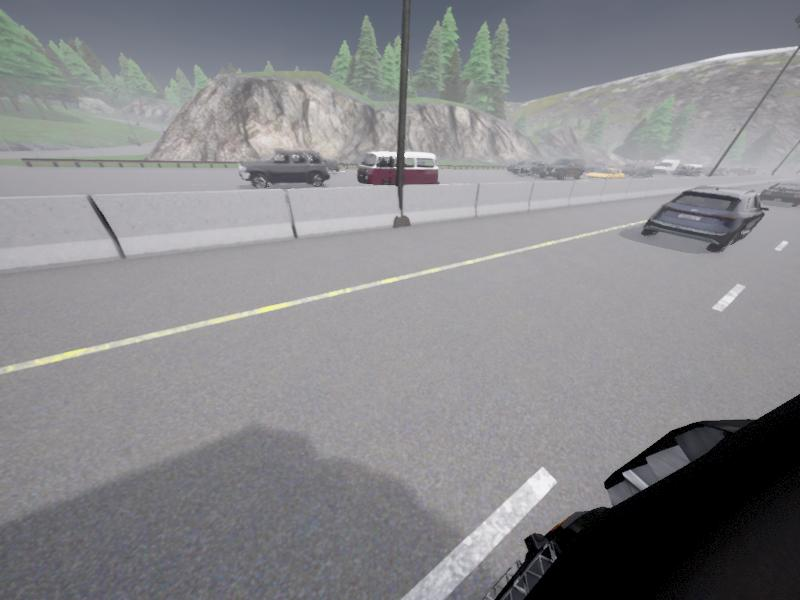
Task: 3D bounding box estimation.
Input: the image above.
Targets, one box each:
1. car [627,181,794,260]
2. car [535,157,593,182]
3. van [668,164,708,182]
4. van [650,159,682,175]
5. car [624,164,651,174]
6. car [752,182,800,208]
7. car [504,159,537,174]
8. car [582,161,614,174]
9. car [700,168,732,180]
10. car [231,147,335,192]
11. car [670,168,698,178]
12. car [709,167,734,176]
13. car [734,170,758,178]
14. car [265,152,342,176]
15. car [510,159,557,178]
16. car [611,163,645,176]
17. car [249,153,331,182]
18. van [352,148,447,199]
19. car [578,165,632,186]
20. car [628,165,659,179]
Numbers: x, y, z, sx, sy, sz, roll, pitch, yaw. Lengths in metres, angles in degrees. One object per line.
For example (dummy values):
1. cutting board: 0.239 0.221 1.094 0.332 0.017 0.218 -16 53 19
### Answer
1. car: 10.393 -2.903 7.761 4.856 1.649 2.033 -16 38 -26
2. car: 17.547 -13.988 24.736 5.566 2.045 2.150 -16 38 -26
3. van: 42.205 -18.663 33.846 4.480 2.038 2.069 -15 38 -26
4. van: 52.622 -26.263 45.702 5.915 2.561 1.988 -16 38 -26
5. car: 48.764 -26.938 47.442 4.902 1.511 2.128 -16 38 -26
6. car: 28.313 -7.788 16.921 4.718 1.301 1.895 -16 38 -26
7. car: 16.141 -17.834 30.916 3.633 1.501 1.845 -16 38 -26
8. car: 34.422 -23.013 40.122 4.611 1.667 2.242 -16 38 -26
9. car: 56.062 -22.364 40.984 4.974 1.542 2.038 -16 38 -26
10. car: -6.263 -7.250 12.739 4.605 1.855 1.932 -16 38 -26
11. car: 52.256 -23.442 42.485 4.181 1.385 1.994 -16 38 -26
12. car: 75.116 -30.009 53.936 4.553 1.767 2.097 -16 38 -26
13. car: 77.947 -28.438 52.093 4.514 1.525 2.007 -16 38 -26
14. car: -7.764 -11.082 18.860 5.357 1.411 2.033 -16 38 -26
15. car: 15.811 -15.553 27.350 5.027 1.651 2.152 -16 38 -26
16. car: 38.225 -21.851 38.676 4.611 1.667 2.242 -16 38 -26
17. car: -7.331 -8.996 15.694 4.674 1.442 1.812 -16 38 -26
18. van: -0.032 -6.830 12.479 4.480 2.038 2.069 -15 38 -26
19. car: 20.353 -12.355 22.921 5.366 1.575 1.801 -16 38 -26
20. car: 36.103 -18.980 34.269 3.705 1.549 1.789 -15 38 -26
